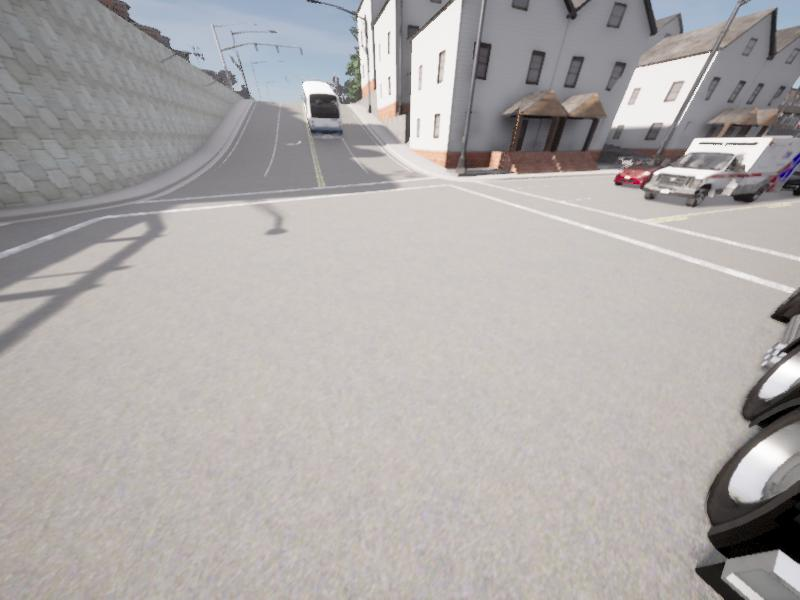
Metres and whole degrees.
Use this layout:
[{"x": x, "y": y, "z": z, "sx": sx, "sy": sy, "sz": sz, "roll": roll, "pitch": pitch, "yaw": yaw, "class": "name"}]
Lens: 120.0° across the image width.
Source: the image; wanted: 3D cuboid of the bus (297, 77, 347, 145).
[{"x": -9.062, "y": -21.744, "z": 26.404, "sx": 3.944, "sy": 4.253, "sz": 10.273, "roll": -10, "pitch": 50, "yaw": -15, "class": "bus"}]

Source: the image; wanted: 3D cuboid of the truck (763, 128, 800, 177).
[{"x": 35.544, "y": -12.250, "z": 18.601, "sx": 8.468, "sy": 3.827, "sz": 2.891, "roll": -10, "pitch": 36, "yaw": -15, "class": "truck"}]

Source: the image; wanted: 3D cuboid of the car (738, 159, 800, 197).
[{"x": 21.852, "y": -6.757, "z": 12.625, "sx": 4.892, "sy": 1.490, "sz": 1.837, "roll": -10, "pitch": 36, "yaw": -15, "class": "car"}]

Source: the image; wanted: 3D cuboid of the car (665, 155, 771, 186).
[{"x": 21.103, "y": -8.716, "z": 15.439, "sx": 4.902, "sy": 1.511, "sz": 2.128, "roll": -10, "pitch": 36, "yaw": -15, "class": "car"}]

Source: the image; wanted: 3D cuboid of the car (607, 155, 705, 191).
[{"x": 15.197, "y": -7.708, "z": 13.862, "sx": 3.988, "sy": 1.617, "sz": 1.851, "roll": -10, "pitch": 36, "yaw": -15, "class": "car"}]

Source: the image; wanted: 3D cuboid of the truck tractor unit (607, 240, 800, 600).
[{"x": 5.065, "y": -0.344, "z": 0.846, "sx": 6.516, "sy": 4.208, "sz": 3.053, "roll": -20, "pitch": 39, "yaw": -26, "class": "truck tractor unit"}]

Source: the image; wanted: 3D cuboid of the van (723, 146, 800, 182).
[{"x": 27.231, "y": -10.030, "z": 16.909, "sx": 4.480, "sy": 2.038, "sz": 2.069, "roll": -10, "pitch": 36, "yaw": -15, "class": "van"}]

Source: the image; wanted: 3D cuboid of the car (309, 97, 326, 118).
[{"x": -12.229, "y": -28.494, "z": 34.136, "sx": 1.801, "sy": 1.575, "sz": 5.366, "roll": -10, "pitch": 49, "yaw": -16, "class": "car"}]

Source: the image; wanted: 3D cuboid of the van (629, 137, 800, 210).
[{"x": 14.512, "y": -5.835, "z": 10.427, "sx": 6.366, "sy": 2.431, "sz": 2.351, "roll": -10, "pitch": 36, "yaw": -15, "class": "van"}]
